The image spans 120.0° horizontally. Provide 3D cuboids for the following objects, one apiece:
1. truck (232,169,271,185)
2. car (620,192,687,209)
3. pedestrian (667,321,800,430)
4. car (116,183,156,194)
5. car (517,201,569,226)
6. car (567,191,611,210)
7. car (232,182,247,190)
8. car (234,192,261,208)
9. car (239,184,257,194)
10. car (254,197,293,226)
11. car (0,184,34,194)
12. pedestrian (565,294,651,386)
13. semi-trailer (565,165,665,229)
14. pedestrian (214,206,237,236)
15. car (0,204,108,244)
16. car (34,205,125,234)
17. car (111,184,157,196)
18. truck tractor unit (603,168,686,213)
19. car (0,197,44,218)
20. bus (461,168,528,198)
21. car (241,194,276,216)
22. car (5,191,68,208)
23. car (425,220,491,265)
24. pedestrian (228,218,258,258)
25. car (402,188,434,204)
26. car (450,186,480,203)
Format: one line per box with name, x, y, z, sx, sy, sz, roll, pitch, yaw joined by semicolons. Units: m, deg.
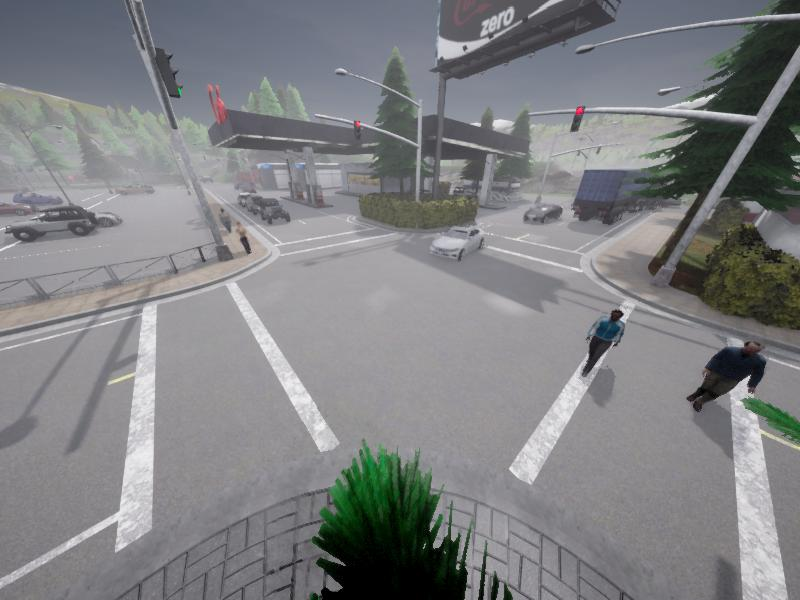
truck;-43.326;-36.102;67.703;8.468;3.827;2.891;-23;37;-34
car;32.035;-12.748;29.452;5.357;1.411;2.033;18;35;29
pedestrian;6.364;1.484;4.519;0.751;1.860;0.751;-20;35;-30
car;-49.532;-20.953;43.472;4.514;1.523;2.007;-23;37;-34
car;13.243;-8.081;21.293;4.902;1.511;2.128;-22;36;-34
car;22.911;-12.102;27.957;4.611;1.667;2.242;-17;34;-29
car;-36.296;-25.753;52.127;1.816;1.474;4.193;-22;37;-33
car;-19.994;-13.111;30.230;1.970;1.475;3.806;-22;37;-33
car;-29.959;-21.866;45.500;1.994;1.385;4.181;-22;37;-33
car;-11.869;-8.361;21.588;1.905;1.878;3.866;-22;37;-33
car;-75.561;-21.356;44.506;4.792;1.488;2.163;-23;37;-34
pedestrian;4.732;0.930;5.366;0.751;1.860;0.751;-21;36;-32
semi-trailer;20.729;-10.197;21.858;14.254;4.402;2.717;-21;36;-33
pedestrian;-12.588;-5.727;16.704;0.751;1.860;0.751;-23;37;-34
car;-23.841;-5.383;15.979;3.866;1.878;1.905;-23;37;-34
car;-25.501;-6.610;18.671;3.806;1.475;1.970;-23;37;-34
car;-47.482;-19.774;41.410;5.027;1.636;2.152;-23;37;-34
truck tractor unit;27.179;-12.354;25.874;6.516;4.208;3.053;-13;32;-23
car;-39.420;-8.945;22.590;4.514;1.523;2.007;-23;37;-34
bus;16.718;-21.582;42.125;3.944;4.253;10.273;-22;37;-33
car;-15.972;-10.737;25.967;2.033;1.649;4.856;-22;37;-33
car;-45.788;-12.777;29.270;3.633;1.501;1.845;-23;37;-34
car;3.569;-3.608;13.767;1.812;1.442;4.674;21;35;32
pedestrian;-8.348;-3.289;12.331;0.751;1.860;0.751;-23;37;-34
car;2.620;-15.713;34.677;2.242;1.667;4.611;-23;37;-34
car;9.747;-16.005;34.849;1.905;1.878;3.866;-23;37;-34
